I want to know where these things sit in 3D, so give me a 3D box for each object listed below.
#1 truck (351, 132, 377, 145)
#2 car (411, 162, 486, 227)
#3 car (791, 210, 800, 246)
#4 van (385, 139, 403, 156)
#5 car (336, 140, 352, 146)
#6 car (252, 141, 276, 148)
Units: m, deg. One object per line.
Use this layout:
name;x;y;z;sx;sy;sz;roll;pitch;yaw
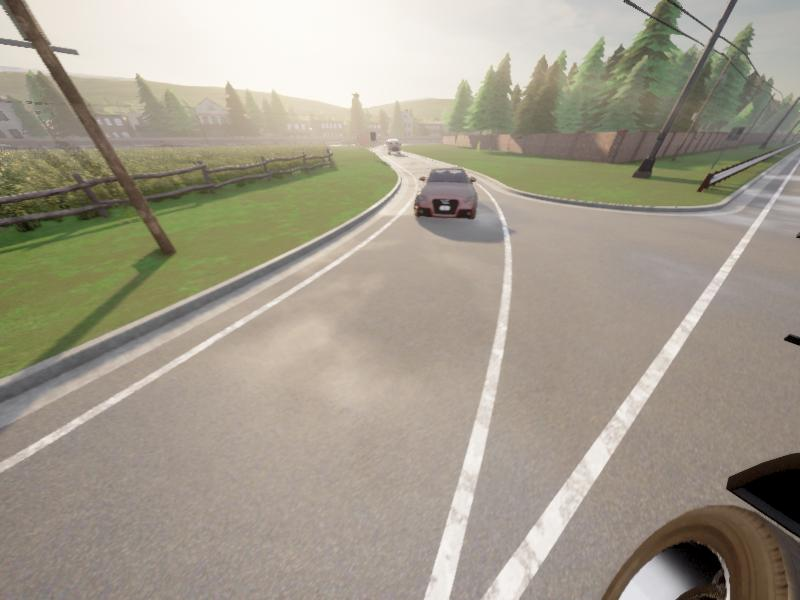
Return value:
truck;-12.768;-57.845;82.767;8.468;3.827;2.891;-21;40;-27
car;1.678;-4.057;8.465;1.994;1.385;4.181;5;36;8
car;12.651;-2.434;5.846;5.027;1.651;2.152;-22;41;-27
van;-1.015;-23.162;35.015;2.069;2.038;4.480;-6;35;-7
car;-20.000;-56.527;83.033;4.902;1.511;2.128;-21;40;-27
car;-38.714;-44.296;65.752;5.366;1.575;1.801;-21;40;-27
